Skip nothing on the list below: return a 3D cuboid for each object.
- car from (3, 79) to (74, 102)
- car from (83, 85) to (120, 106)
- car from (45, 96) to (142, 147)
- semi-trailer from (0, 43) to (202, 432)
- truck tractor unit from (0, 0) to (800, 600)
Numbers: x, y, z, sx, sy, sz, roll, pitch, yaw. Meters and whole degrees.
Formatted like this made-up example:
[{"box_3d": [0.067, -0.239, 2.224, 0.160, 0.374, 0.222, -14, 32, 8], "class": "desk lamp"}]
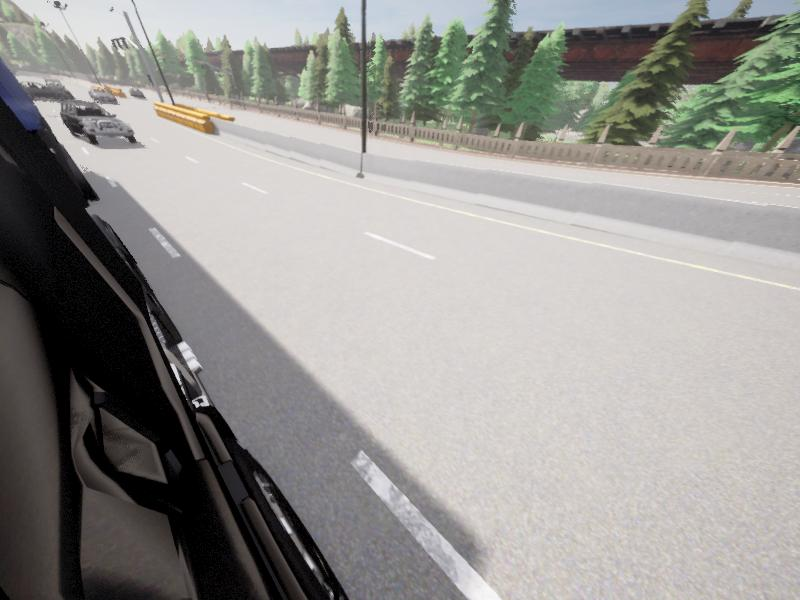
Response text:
[{"box_3d": [-43.517, -25.278, 27.951, 1.851, 1.617, 3.988, 20, 41, 15], "class": "car"}, {"box_3d": [-40.885, -28.034, 31.651, 5.027, 1.651, 2.152, 32, 46, 27], "class": "car"}, {"box_3d": [-17.988, -10.514, 13.620, 4.605, 1.855, 1.932, 25, 42, 22], "class": "car"}, {"box_3d": [-8.694, -3.660, 4.152, 14.254, 4.402, 2.717, 29, 44, 29], "class": "semi-trailer"}, {"box_3d": [-2.645, -0.295, 0.352, 6.516, 4.208, 3.053, 28, 44, 30], "class": "truck tractor unit"}]
